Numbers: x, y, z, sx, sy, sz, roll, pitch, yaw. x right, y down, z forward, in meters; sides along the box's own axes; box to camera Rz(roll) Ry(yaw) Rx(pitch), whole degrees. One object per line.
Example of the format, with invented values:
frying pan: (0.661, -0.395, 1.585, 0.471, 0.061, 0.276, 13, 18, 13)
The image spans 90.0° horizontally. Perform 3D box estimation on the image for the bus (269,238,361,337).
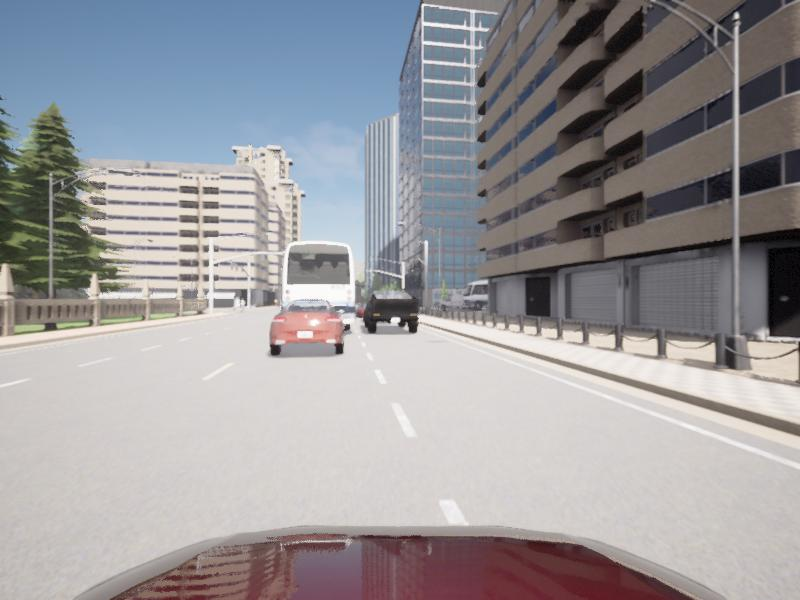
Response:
bus: (-4.434, -0.540, 22.594, 3.944, 4.253, 10.273, 0, 0, -8)

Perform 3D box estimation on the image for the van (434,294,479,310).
van: (8.566, 0.302, 60.640, 6.366, 2.431, 2.351, 0, 0, -8)

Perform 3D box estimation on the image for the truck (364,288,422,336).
truck: (-0.590, 0.535, 20.899, 2.390, 2.098, 6.274, 0, 0, -7)

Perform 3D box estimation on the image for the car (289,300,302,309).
car: (-18.825, 0.794, 72.289, 1.801, 1.575, 5.366, 0, 0, -9)

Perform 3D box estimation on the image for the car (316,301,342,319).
car: (-6.221, 0.824, 35.363, 2.128, 1.511, 4.902, 0, 0, -9)

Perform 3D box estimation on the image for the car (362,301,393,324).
car: (-1.649, 0.844, 28.452, 1.816, 1.474, 4.193, 0, 0, -9)

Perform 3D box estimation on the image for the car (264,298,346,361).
car: (-2.915, 0.776, 13.223, 2.152, 1.651, 5.027, 0, 0, -9)

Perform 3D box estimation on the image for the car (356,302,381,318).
car: (-2.989, 0.895, 37.416, 1.994, 1.385, 4.181, 0, 0, -9)

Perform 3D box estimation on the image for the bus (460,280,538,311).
bus: (14.161, -0.608, 57.786, 10.273, 4.253, 3.944, 0, 0, -8)
